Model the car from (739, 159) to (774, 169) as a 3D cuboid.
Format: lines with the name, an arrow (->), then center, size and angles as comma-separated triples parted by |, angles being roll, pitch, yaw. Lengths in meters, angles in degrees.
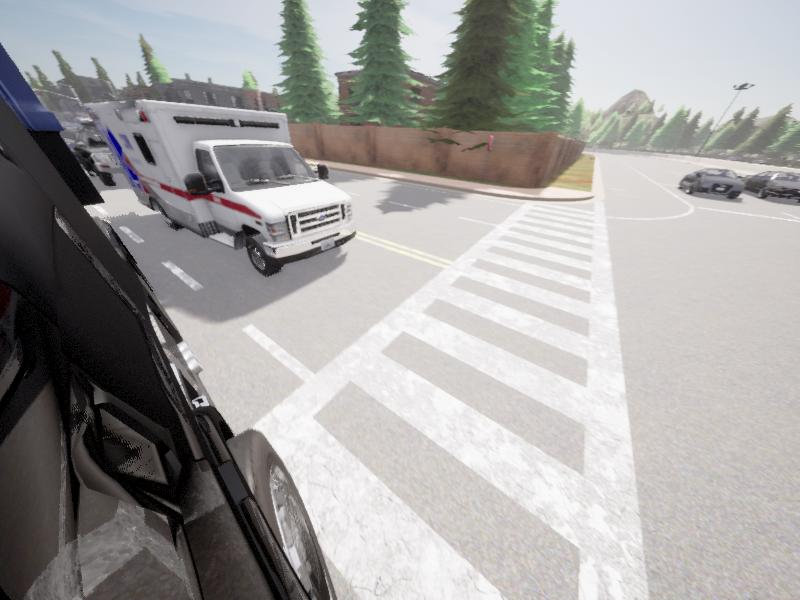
car -> 70.725, -27.120, 45.922 | 1.895, 1.301, 4.718 | 21, 39, 23

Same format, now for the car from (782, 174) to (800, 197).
car -> 27.747, -7.106, 14.653 | 1.994, 1.385, 4.181 | 23, 40, 25

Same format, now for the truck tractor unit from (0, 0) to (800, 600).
truck tractor unit -> -2.645, -0.295, 0.352 | 6.516, 4.208, 3.053 | 28, 44, 30

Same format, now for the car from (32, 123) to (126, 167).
car -> -18.441, -8.967, 13.290 | 4.553, 1.767, 2.097 | 24, 41, 27

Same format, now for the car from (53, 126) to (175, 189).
car -> -12.127, -6.169, 9.820 | 4.605, 1.855, 1.932 | 23, 40, 27

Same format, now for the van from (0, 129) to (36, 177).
van -> -19.266, -7.102, 10.085 | 6.366, 2.431, 2.351 | 24, 41, 27

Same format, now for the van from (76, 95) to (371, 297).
van -> -3.894, -2.726, 5.188 | 6.366, 2.431, 2.351 | 24, 40, 26

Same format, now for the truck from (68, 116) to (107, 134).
truck -> -52.073, -29.159, 38.528 | 6.274, 2.098, 2.390 | 24, 41, 27

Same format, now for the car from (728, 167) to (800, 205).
car -> 23.679, -7.238, 14.500 | 2.033, 1.411, 5.357 | 24, 41, 27

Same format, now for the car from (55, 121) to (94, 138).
car -> -41.389, -21.640, 29.372 | 5.008, 1.535, 1.882 | 24, 41, 27

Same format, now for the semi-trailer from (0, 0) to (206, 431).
semi-trailer -> -9.000, -3.353, 3.950 | 14.254, 4.402, 2.717 | 24, 41, 27

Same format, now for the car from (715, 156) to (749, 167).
car -> 67.717, -28.357, 47.228 | 2.128, 1.511, 4.902 | 21, 39, 23

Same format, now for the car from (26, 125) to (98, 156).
car -> -23.948, -11.324, 16.373 | 4.514, 1.525, 2.007 | 24, 41, 26

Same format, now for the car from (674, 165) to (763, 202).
car -> 19.326, -7.336, 14.319 | 1.994, 1.385, 4.181 | 24, 41, 27
